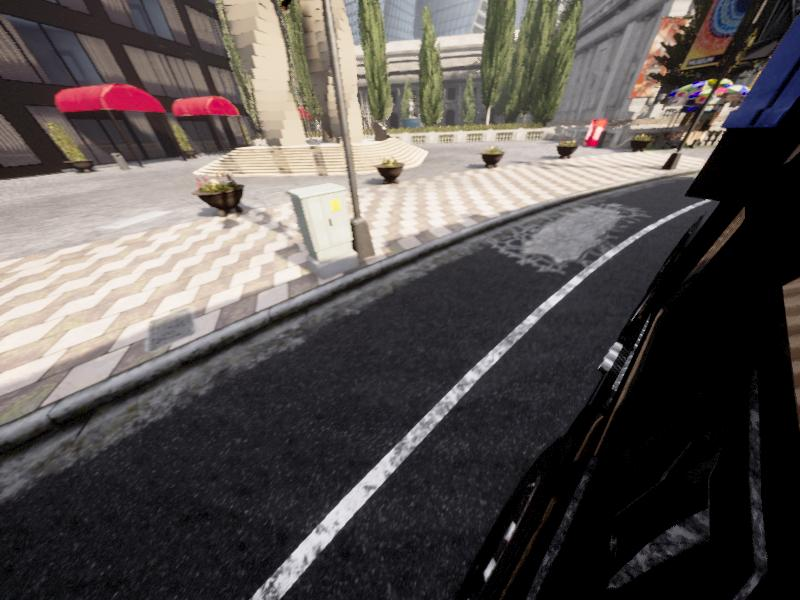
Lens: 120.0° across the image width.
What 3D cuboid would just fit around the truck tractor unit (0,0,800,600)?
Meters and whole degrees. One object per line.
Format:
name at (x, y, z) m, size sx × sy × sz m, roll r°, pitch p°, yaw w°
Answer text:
truck tractor unit at (2.645, -0.295, 0.351) m, size 6.516 × 4.208 × 3.053 m, roll -28°, pitch 44°, yaw -30°

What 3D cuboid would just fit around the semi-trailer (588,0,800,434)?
semi-trailer at (9.359, -3.032, 3.460) m, size 14.254 × 4.402 × 2.717 m, roll -20°, pitch 40°, yaw -22°
